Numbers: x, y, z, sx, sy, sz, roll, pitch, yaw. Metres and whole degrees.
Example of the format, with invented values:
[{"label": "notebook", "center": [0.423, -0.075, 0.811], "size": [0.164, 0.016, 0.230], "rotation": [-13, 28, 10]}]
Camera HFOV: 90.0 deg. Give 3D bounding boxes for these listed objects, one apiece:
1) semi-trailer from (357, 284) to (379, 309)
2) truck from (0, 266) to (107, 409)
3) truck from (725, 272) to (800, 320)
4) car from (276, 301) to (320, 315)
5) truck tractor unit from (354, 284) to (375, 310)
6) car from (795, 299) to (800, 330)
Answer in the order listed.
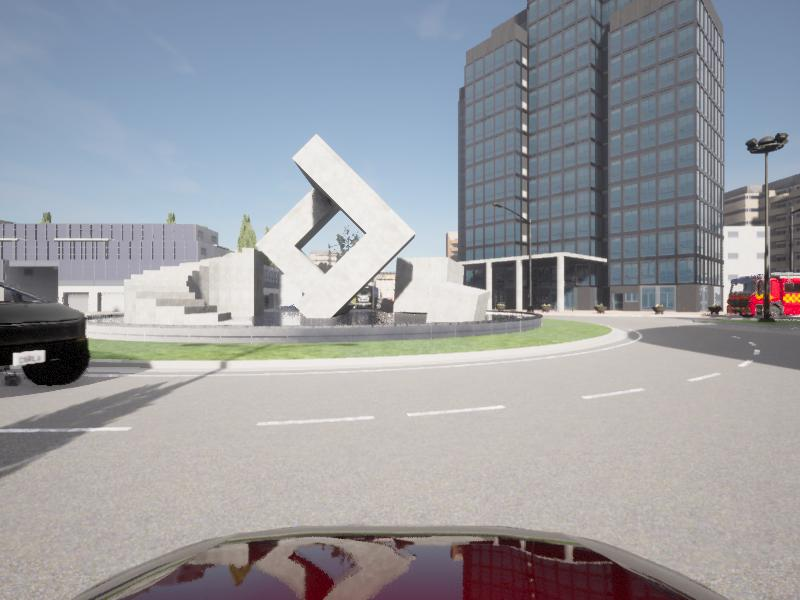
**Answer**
[{"label": "semi-trailer", "center": [-5.903, -0.617, 76.060], "size": [2.717, 4.402, 14.254], "rotation": [0, 0, 1]}, {"label": "truck", "center": [-8.794, 0.541, 7.161], "size": [6.274, 2.098, 2.390], "rotation": [0, 0, 16]}, {"label": "truck", "center": [32.674, -0.322, 33.425], "size": [8.468, 3.827, 2.891], "rotation": [0, 0, 4]}, {"label": "car", "center": [-11.553, 0.869, 45.188], "size": [4.674, 1.442, 1.812], "rotation": [0, 0, -17]}, {"label": "truck tractor unit", "center": [-5.961, -0.517, 68.149], "size": [3.053, 4.208, 6.516], "rotation": [0, 0, -1]}, {"label": "car", "center": [23.601, 0.758, 20.787], "size": [4.611, 1.667, 2.242], "rotation": [0, 0, -13]}]
